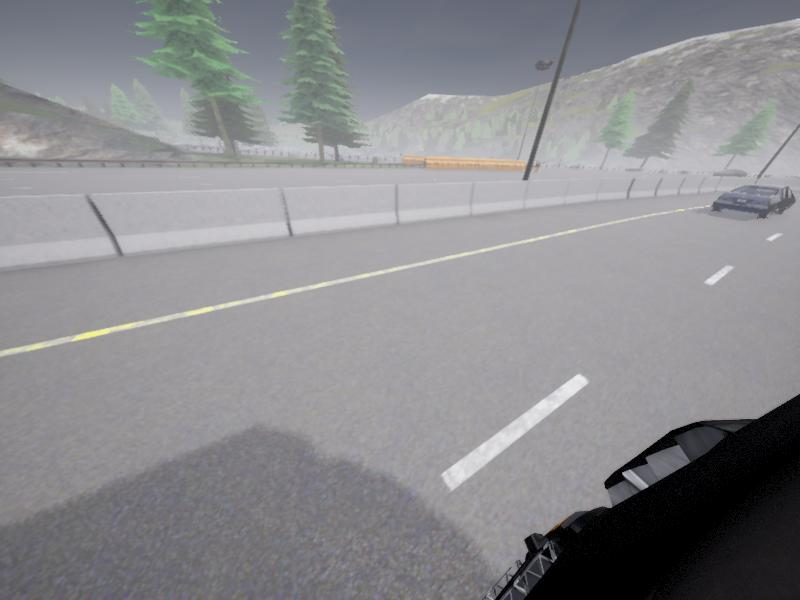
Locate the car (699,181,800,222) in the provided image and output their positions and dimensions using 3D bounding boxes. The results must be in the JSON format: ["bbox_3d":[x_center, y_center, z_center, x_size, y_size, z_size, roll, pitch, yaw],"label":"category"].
[{"bbox_3d":[18.588,-5.233,12.013,5.357,1.411,2.033,-13,37,-22],"label":"car"}]

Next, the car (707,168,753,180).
[{"bbox_3d":[53.683,-20.497,37.599,5.008,1.535,1.882,-4,34,-11],"label":"car"}]
